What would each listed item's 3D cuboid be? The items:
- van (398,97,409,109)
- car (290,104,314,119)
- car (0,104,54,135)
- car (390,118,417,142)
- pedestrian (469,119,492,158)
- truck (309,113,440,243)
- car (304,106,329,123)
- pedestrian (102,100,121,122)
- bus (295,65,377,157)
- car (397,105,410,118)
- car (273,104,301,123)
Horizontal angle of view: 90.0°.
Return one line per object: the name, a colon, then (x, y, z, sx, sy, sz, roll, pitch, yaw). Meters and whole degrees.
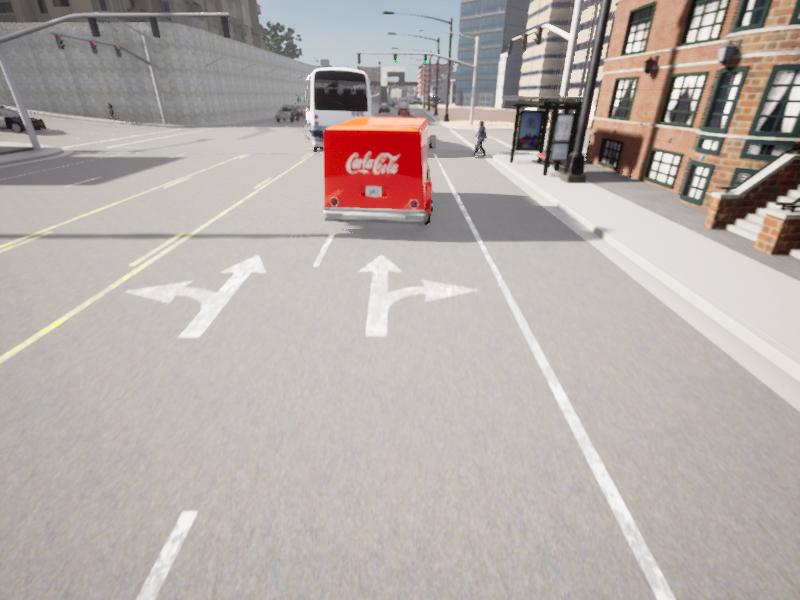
van: (0.824, -46.190, 93.842, 2.351, 2.431, 6.366, 0, 27, 0)
car: (-13.506, -26.039, 55.218, 2.097, 1.767, 4.553, 0, 27, 0)
car: (-29.450, -13.529, 29.744, 5.238, 1.638, 1.930, 5, 27, -2)
car: (0.284, -13.014, 30.533, 1.895, 1.301, 4.718, 0, 27, 0)
pedestrian: (4.257, -8.547, 21.203, 0.751, 1.860, 0.751, -10, 29, -19)
truck: (-0.325, -3.684, 11.108, 2.627, 2.467, 5.204, 3, 28, 5)
car: (-10.062, -22.502, 48.551, 2.033, 1.649, 4.856, 0, 27, 0)
pedestrian: (-27.845, -18.233, 38.602, 0.751, 1.860, 0.751, 1, 27, 1)
bus: (-4.376, -11.982, 25.253, 3.944, 4.253, 10.273, -5, 28, -13)
car: (0.539, -28.665, 60.742, 2.007, 1.525, 4.514, 0, 27, 0)
car: (-13.564, -22.551, 48.341, 1.932, 1.855, 4.605, 0, 27, 0)
